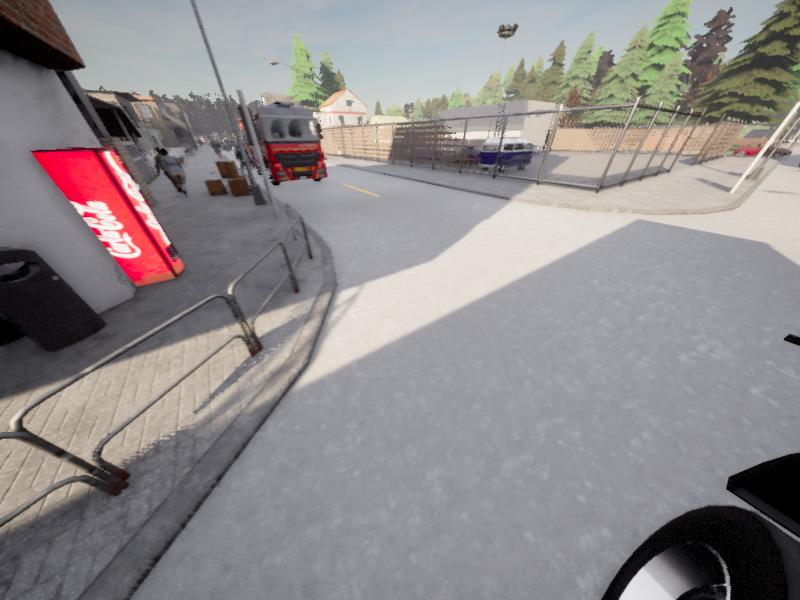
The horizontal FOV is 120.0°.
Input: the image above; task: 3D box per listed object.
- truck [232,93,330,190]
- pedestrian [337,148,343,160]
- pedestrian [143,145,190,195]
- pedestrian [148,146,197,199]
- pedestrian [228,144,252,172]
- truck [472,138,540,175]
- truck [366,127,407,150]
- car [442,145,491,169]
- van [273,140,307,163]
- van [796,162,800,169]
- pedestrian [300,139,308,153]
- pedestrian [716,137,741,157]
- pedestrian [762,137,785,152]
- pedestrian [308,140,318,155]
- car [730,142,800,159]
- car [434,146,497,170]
[{"bbox_3d":[-7.666,-9.768,14.489,2.891,3.827,8.468,-22,41,-28],"label":"truck"},{"bbox_3d":[-7.000,-17.047,26.928,0.500,1.100,0.500,-13,37,-17],"label":"pedestrian"},{"bbox_3d":[-10.526,-5.899,10.503,0.751,1.860,0.751,-24,41,-29],"label":"pedestrian"},{"bbox_3d":[-9.618,-5.427,9.826,0.751,1.860,0.751,-28,43,-33],"label":"pedestrian"},{"bbox_3d":[-12.774,-11.405,18.515,0.751,1.860,0.751,10,37,14],"label":"pedestrian"},{"bbox_3d":[7.850,-10.737,17.150,4.478,2.038,2.069,-22,41,-28],"label":"truck"},{"bbox_3d":[-2.794,-35.005,50.175,8.468,3.827,2.891,-22,41,-28],"label":"truck"},{"bbox_3d":[5.718,-12.619,20.250,1.789,1.547,3.705,-22,41,-28],"label":"car"},{"bbox_3d":[-12.677,-17.194,26.598,2.069,2.038,4.480,-22,41,-28],"label":"van"},{"bbox_3d":[34.604,-12.018,18.397,5.915,2.561,1.988,-22,41,-28],"label":"van"},{"bbox_3d":[-16.518,-26.633,39.934,0.751,1.860,0.751,-5,36,-7],"label":"pedestrian"},{"bbox_3d":[37.774,-17.564,26.572,0.751,1.860,0.751,-22,41,-27],"label":"pedestrian"},{"bbox_3d":[54.572,-22.762,33.792,0.751,1.860,0.751,18,39,24],"label":"pedestrian"},{"bbox_3d":[-12.554,-21.985,33.315,0.751,1.860,0.751,-21,40,-26],"label":"pedestrian"},{"bbox_3d":[42.502,-17.532,27.053,1.816,1.474,4.193,-26,42,-31],"label":"car"},{"bbox_3d":[5.717,-12.400,20.065,5.357,1.415,2.033,-22,41,-28],"label":"car"}]
